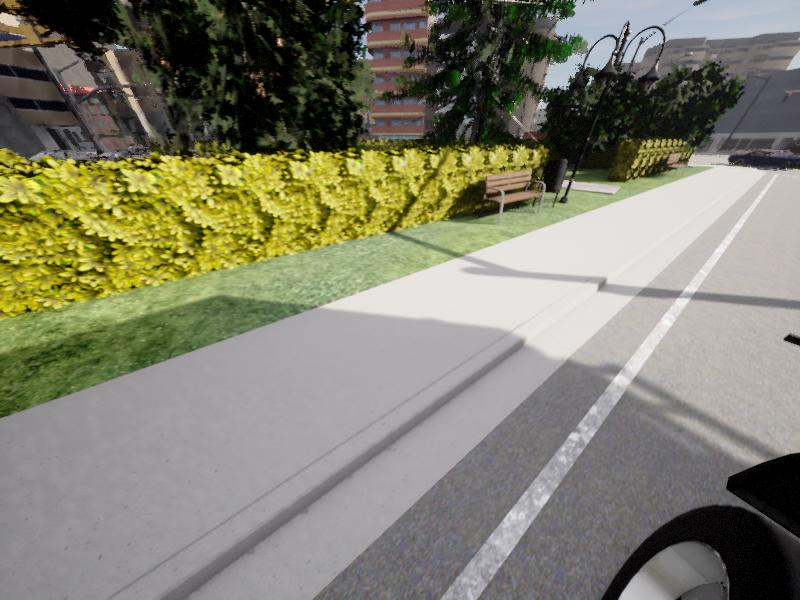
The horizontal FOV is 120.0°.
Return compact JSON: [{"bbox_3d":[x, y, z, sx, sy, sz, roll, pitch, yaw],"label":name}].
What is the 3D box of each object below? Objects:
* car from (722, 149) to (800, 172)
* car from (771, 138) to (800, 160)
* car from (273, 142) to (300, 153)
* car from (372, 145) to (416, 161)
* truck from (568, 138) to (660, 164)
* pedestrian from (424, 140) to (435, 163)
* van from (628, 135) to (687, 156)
[{"bbox_3d":[30.294,-11.384,18.744,1.895,1.301,4.718,1,35,1],"label":"car"},{"bbox_3d":[47.362,-17.325,26.474,2.150,2.045,5.566,14,37,18],"label":"car"},{"bbox_3d":[-21.169,-28.704,43.362,1.930,1.638,5.238,6,36,9],"label":"car"},{"bbox_3d":[-0.655,-17.561,27.527,4.902,1.511,2.128,6,36,9],"label":"car"},{"bbox_3d":[21.657,-15.405,23.810,6.274,2.098,2.390,6,36,9],"label":"truck"},{"bbox_3d":[2.846,-14.447,22.484,0.751,1.860,0.751,-4,35,-5],"label":"pedestrian"},{"bbox_3d":[38.633,-23.455,35.021,2.351,2.431,6.366,6,35,9],"label":"van"}]
